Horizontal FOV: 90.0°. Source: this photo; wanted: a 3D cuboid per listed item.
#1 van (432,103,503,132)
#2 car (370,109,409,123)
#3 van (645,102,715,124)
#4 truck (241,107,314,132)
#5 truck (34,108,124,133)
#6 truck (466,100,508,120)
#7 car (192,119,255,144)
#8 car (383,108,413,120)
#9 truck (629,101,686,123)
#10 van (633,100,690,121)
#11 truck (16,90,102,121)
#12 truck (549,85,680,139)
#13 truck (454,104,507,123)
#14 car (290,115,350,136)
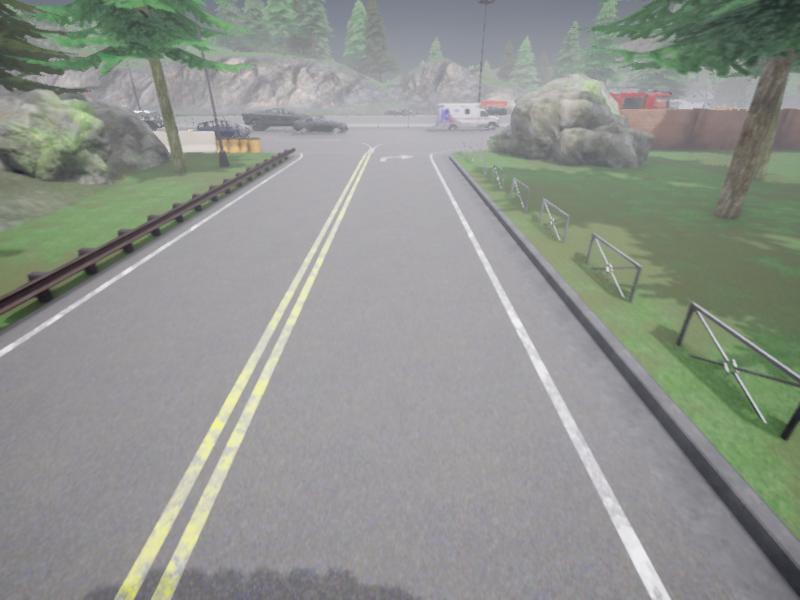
[{"bbox_3d":[6.478,-17.914,39.272,6.366,2.431,2.351,0,27,-1],"label":"van"},{"bbox_3d":[-1.313,-23.858,51.835,5.008,1.535,1.882,-1,27,-1],"label":"car"},{"bbox_3d":[34.090,-22.919,48.964,6.366,2.431,2.351,0,27,-1],"label":"van"},{"bbox_3d":[-11.837,-17.633,39.119,6.274,2.098,2.390,0,27,-1],"label":"truck"},{"bbox_3d":[-30.988,-17.491,38.879,6.274,2.098,2.390,0,27,-1],"label":"truck"},{"bbox_3d":[12.528,-27.570,58.022,5.204,2.467,2.627,0,27,-1],"label":"truck"},{"bbox_3d":[-13.099,-12.584,29.888,3.705,1.549,1.789,0,27,-1],"label":"car"},{"bbox_3d":[-0.281,-27.036,58.088,4.193,1.474,1.816,0,27,-1],"label":"car"},{"bbox_3d":[33.392,-24.533,52.057,5.204,2.467,2.627,0,27,-1],"label":"truck"},{"bbox_3d":[35.995,-26.202,55.182,5.915,2.561,1.988,0,27,-1],"label":"van"},{"bbox_3d":[-48.289,-27.726,56.953,8.468,3.827,2.891,0,27,-1],"label":"truck"},{"bbox_3d":[17.274,-15.417,32.860,8.468,3.827,2.891,0,27,-1],"label":"truck"},{"bbox_3d":[10.327,-24.150,51.766,6.274,2.098,2.390,0,27,0],"label":"truck"},{"bbox_3d":[-7.152,-15.797,36.183,4.902,1.511,2.128,-1,27,-1],"label":"car"}]
